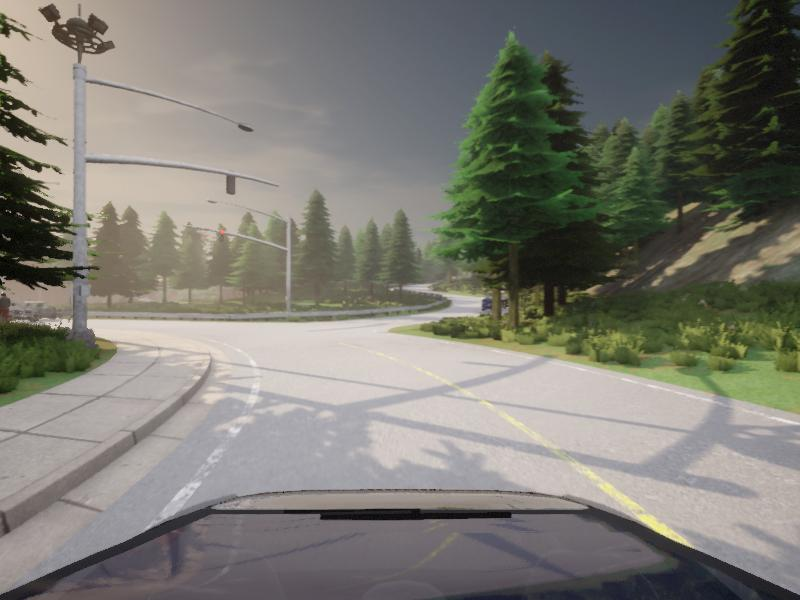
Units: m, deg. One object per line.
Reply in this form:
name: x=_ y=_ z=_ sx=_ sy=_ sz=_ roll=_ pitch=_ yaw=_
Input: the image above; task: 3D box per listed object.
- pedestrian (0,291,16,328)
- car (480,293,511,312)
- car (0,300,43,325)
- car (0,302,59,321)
pedestrian: x=-20.520 y=0.496 z=20.679 sx=0.751 sy=1.860 sz=0.751 roll=0 pitch=0 yaw=23
car: x=9.292 y=0.183 z=38.578 sx=1.882 sy=1.535 sz=5.008 roll=0 pitch=3 yaw=26
car: x=-27.422 y=0.795 z=27.508 sx=5.027 sy=1.651 sz=2.152 roll=0 pitch=0 yaw=20
car: x=-29.649 y=0.869 z=32.047 sx=3.806 sy=1.475 sz=1.970 roll=0 pitch=0 yaw=20
